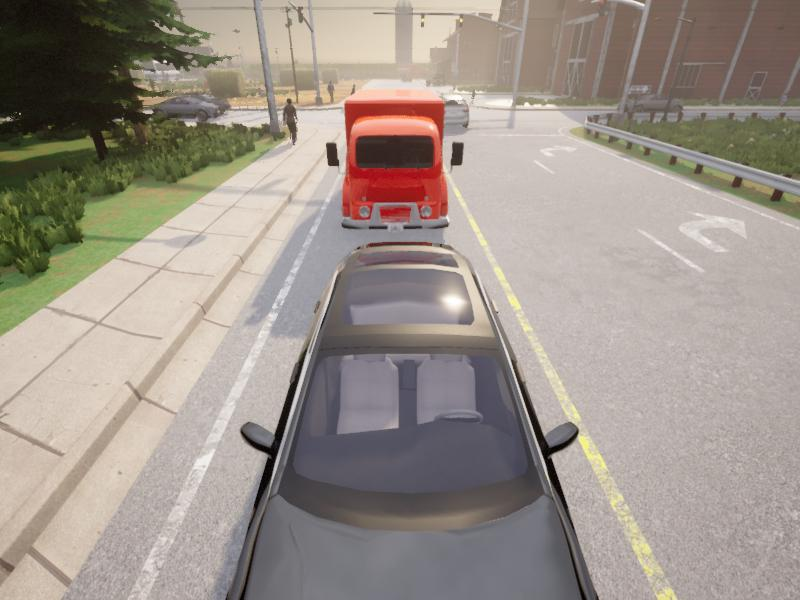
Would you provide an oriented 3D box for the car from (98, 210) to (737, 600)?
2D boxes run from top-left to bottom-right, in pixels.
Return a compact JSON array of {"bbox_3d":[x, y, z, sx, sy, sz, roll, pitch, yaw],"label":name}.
[{"bbox_3d":[0.059,0.761,3.240,2.128,1.511,4.902,0,30,0],"label":"car"}]

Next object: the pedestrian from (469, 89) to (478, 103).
[{"bbox_3d":[6.635,-18.382,36.073,0.500,1.100,0.500,-19,35,-29],"label":"pedestrian"}]

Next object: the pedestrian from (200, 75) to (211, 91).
[{"bbox_3d":[-26.178,-29.222,53.867,0.751,1.860,0.751,-7,31,-12],"label":"pedestrian"}]

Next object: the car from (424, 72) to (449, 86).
[{"bbox_3d":[6.311,-37.970,68.882,1.905,1.878,3.866,-31,40,-33],"label":"car"}]

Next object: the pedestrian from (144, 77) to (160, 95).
[{"bbox_3d":[-28.216,-24.352,45.525,0.751,1.860,0.751,-1,30,-2],"label":"pedestrian"}]

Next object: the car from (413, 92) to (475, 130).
[{"bbox_3d":[2.477,-11.379,23.882,2.242,1.667,4.611,-6,31,-11],"label":"car"}]

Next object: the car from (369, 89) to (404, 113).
[{"bbox_3d":[-1.028,-15.998,32.082,1.994,1.385,4.181,5,31,8],"label":"car"}]

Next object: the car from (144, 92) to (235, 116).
[{"bbox_3d":[-15.306,-14.404,29.361,5.357,1.411,2.033,0,30,-1],"label":"car"}]

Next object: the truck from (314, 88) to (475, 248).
[{"bbox_3d":[-0.134,-3.423,9.410,2.627,2.467,5.204,-1,31,-1],"label":"truck"}]

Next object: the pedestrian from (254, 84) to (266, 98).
[{"bbox_3d":[-14.577,-21.785,41.696,0.751,1.300,0.751,-23,38,-34],"label":"pedestrian"}]

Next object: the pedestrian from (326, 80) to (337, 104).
[{"bbox_3d":[-6.052,-18.402,35.356,0.751,1.860,0.751,-10,32,-17],"label":"pedestrian"}]

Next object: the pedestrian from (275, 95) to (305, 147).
[{"bbox_3d":[-4.433,-7.271,16.280,0.751,1.860,0.751,2,30,3],"label":"pedestrian"}]

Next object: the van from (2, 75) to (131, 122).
[{"bbox_3d":[-21.431,-13.102,25.993,5.915,2.561,1.988,0,30,0],"label":"van"}]

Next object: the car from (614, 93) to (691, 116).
[{"bbox_3d":[18.382,-14.347,29.304,4.181,1.385,1.994,0,30,0],"label":"car"}]

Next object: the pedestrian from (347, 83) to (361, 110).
[{"bbox_3d":[-3.716,-16.499,32.410,0.751,1.860,0.751,-23,38,-34],"label":"pedestrian"}]

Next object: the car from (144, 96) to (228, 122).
[{"bbox_3d":[-13.947,-12.595,26.289,4.181,1.385,1.994,0,30,0],"label":"car"}]

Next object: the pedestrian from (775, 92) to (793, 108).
[{"bbox_3d":[30.818,-16.017,32.085,0.500,1.100,0.500,-1,30,-2],"label":"pedestrian"}]
